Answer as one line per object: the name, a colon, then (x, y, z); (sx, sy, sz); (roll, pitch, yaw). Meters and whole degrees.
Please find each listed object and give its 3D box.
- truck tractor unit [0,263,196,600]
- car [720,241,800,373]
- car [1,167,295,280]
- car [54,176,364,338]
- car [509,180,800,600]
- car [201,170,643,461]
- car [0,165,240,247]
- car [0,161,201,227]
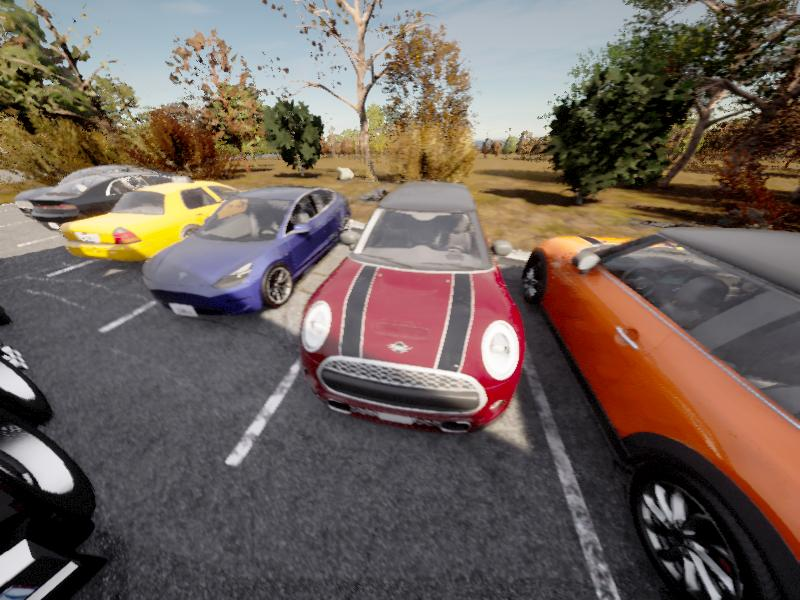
truck tractor unit: (-5.109, -0.300, 0.790); (6.516, 4.208, 3.053); (18, 39, 24)
car: (5.500, 1.110, 1.094); (2.002, 1.452, 4.674); (6, 35, 8)
car: (-5.498, -2.622, 6.498); (1.946, 1.575, 5.366); (6, 34, 8)
car: (-2.590, -1.518, 4.935); (2.163, 1.488, 4.792); (6, 35, 8)
car: (2.910, 0.152, 2.208); (2.185, 1.767, 4.553); (6, 35, 8)
car: (0.353, -0.722, 3.490); (2.185, 1.767, 4.553); (6, 35, 8)
car: (-8.463, -3.470, 7.751); (2.231, 1.521, 4.892); (6, 35, 8)
car: (-11.393, -4.436, 9.166); (2.231, 1.521, 4.892); (6, 35, 8)
